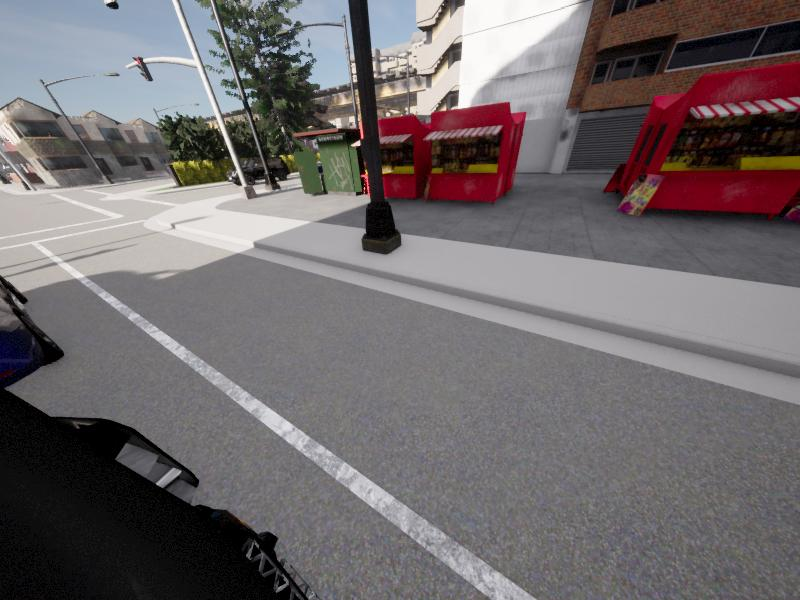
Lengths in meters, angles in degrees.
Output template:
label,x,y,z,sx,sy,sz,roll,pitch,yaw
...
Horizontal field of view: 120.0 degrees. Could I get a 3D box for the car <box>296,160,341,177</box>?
label,x,y,z,sx,sy,sz,roll,pitch,yaw
car,-9.317,-15.288,26.771,1.895,1.301,4.718,15,38,27

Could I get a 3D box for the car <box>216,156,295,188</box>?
label,x,y,z,sx,sy,sz,roll,pitch,yaw
car,-13.017,-11.962,21.371,2.150,2.045,5.566,15,38,27

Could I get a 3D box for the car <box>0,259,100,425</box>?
label,x,y,z,sx,sy,sz,roll,pitch,yaw
car,-6.372,0.266,2.730,4.792,1.488,2.163,15,38,26
